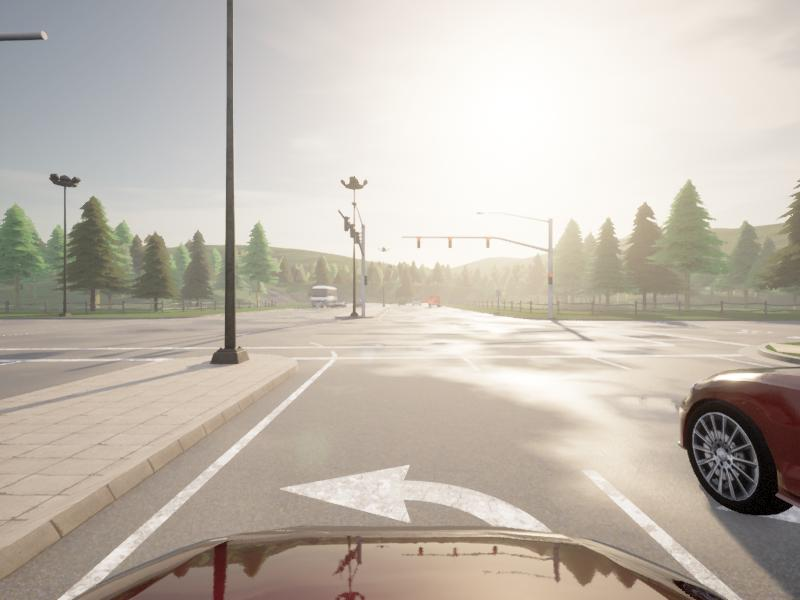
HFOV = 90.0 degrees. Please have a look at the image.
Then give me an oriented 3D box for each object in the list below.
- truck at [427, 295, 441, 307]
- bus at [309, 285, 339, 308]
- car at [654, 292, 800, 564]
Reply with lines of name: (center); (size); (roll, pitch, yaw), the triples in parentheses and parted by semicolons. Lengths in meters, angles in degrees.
truck: (7.254, 0.280, 85.649); (2.627, 2.467, 5.204); (0, 0, 2)
bus: (-14.788, -0.607, 78.793); (3.944, 4.253, 10.273); (0, 0, 1)
car: (3.500, 0.779, 1.307); (2.152, 1.651, 5.027); (0, 0, 0)
